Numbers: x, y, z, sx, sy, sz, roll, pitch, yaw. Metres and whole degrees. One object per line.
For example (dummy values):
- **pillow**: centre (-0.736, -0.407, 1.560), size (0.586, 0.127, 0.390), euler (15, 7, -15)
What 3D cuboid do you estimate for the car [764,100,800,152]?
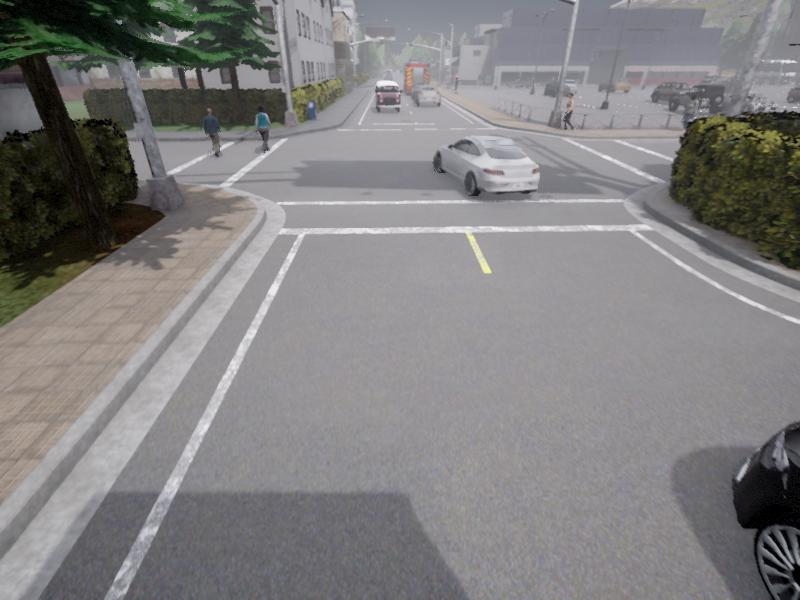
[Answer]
- **car**: centre (19.304, -7.765, 17.782), size (3.866, 1.878, 1.905), euler (-1, 30, -1)

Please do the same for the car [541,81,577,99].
- **car**: centre (17.614, -23.445, 44.643), size (2.007, 1.523, 4.514), euler (-1, 30, -1)

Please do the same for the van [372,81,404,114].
- **van**: centre (-0.994, -15.850, 31.159), size (2.069, 2.038, 4.480), euler (-3, 30, -5)

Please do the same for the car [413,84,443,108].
- **car**: centre (2.446, -18.467, 36.047), size (2.152, 1.651, 5.027), euler (-1, 30, -1)

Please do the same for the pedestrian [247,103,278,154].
- **pedestrian**: centre (-5.656, -7.066, 16.522), size (0.751, 1.860, 0.751), euler (0, 30, 0)

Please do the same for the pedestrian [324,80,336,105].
- **pedestrian**: centre (-6.021, -17.871, 34.464), size (0.751, 1.860, 0.751), euler (-1, 30, -1)

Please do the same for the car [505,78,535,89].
- **car**: centre (19.910, -35.932, 66.425), size (4.193, 1.474, 1.816), euler (-1, 30, -1)

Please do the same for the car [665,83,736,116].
- **car**: centre (21.743, -14.681, 29.177), size (1.905, 1.878, 3.866), euler (-1, 30, -1)

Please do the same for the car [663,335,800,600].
- **car**: centre (3.428, 2.145, 1.032), size (2.128, 1.511, 4.902), euler (0, 31, -1)

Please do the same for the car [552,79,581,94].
- **car**: centre (21.087, -27.107, 50.778), size (1.970, 1.475, 3.806), euler (-1, 30, -1)

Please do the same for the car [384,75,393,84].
- **car**: centre (-2.333, -44.879, 81.435), size (1.837, 1.490, 4.892), euler (-1, 30, -1)

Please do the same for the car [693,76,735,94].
- **car**: centre (40.284, -27.684, 51.408), size (1.905, 1.878, 3.866), euler (-1, 30, -1)

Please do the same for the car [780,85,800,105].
- **car**: centre (37.290, -18.325, 35.819), size (2.007, 1.523, 4.514), euler (-1, 30, -1)

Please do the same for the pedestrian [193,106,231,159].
- **pedestrian**: centre (-7.461, -6.686, 15.985), size (0.751, 1.860, 0.751), euler (1, 30, 3)

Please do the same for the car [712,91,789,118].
- **car**: centre (25.083, -14.176, 28.867), size (1.970, 1.475, 3.806), euler (-1, 30, -1)

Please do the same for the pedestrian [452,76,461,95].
- **pedestrian**: centre (6.584, -25.004, 46.653), size (0.751, 1.860, 0.751), euler (-5, 31, -8)

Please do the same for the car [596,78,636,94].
- **car**: centre (27.494, -27.431, 51.161), size (2.152, 1.636, 5.027), euler (-1, 30, -1)

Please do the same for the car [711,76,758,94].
- **car**: centre (43.177, -27.916, 51.840), size (1.932, 1.855, 4.605), euler (-1, 30, -1)

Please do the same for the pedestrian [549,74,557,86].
- **pedestrian**: centre (26.986, -38.855, 70.681), size (0.751, 1.860, 0.751), euler (-2, 30, -3)

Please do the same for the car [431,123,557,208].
- **car**: centre (2.555, -4.321, 12.331), size (1.812, 1.442, 4.674), euler (-7, 32, -12)

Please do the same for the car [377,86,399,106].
- **car**: centre (-1.134, -19.214, 37.589), size (1.994, 1.385, 4.181), euler (-1, 30, -1)

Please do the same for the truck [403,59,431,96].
- **truck**: centre (2.024, -27.940, 50.101), size (2.891, 3.827, 8.468), euler (-1, 30, -1)

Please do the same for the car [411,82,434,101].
- **car**: centre (2.255, -21.990, 42.177), size (2.038, 1.542, 4.974), euler (-1, 30, -1)

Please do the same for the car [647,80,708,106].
- **car**: centre (24.819, -18.676, 36.054), size (1.932, 1.855, 4.605), euler (-1, 30, -1)

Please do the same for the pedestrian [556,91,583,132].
- **pedestrian**: centre (8.839, -9.861, 20.932), size (0.751, 1.860, 0.751), euler (-1, 30, -2)

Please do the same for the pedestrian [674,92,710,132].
- **pedestrian**: centre (15.396, -9.917, 21.159), size (0.751, 1.860, 0.751), euler (-1, 30, -2)
